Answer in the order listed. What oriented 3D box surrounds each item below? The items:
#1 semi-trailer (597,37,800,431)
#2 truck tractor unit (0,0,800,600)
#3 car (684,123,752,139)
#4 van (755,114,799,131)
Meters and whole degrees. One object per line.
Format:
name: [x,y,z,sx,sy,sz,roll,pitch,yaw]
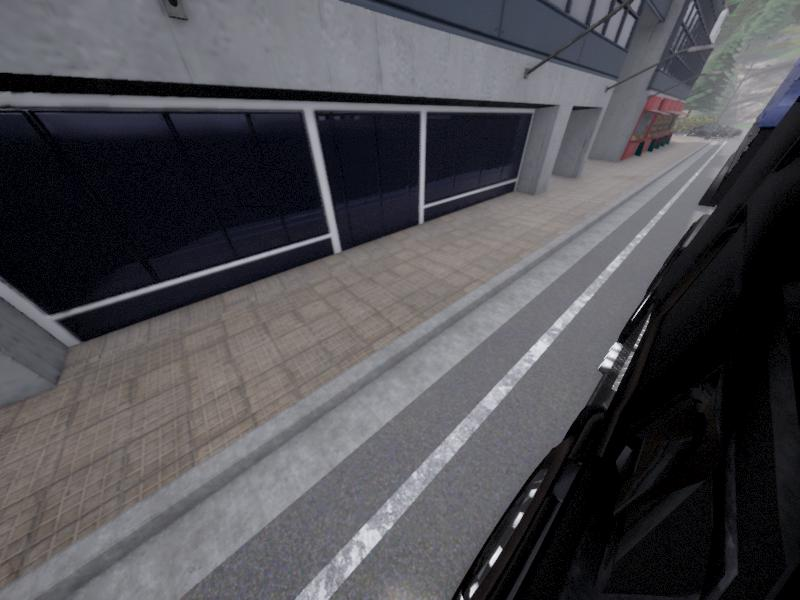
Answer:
semi-trailer: [8.726,-3.567,4.228,14.254,4.402,2.717,-28,43,-30]
truck tractor unit: [2.645,-0.295,0.351,6.516,4.208,3.053,-28,44,-30]
car: [36.850,-19.728,26.964,1.994,1.385,4.181,-9,38,-11]
van: [59.282,-27.986,36.419,1.775,1.987,4.442,21,42,28]
